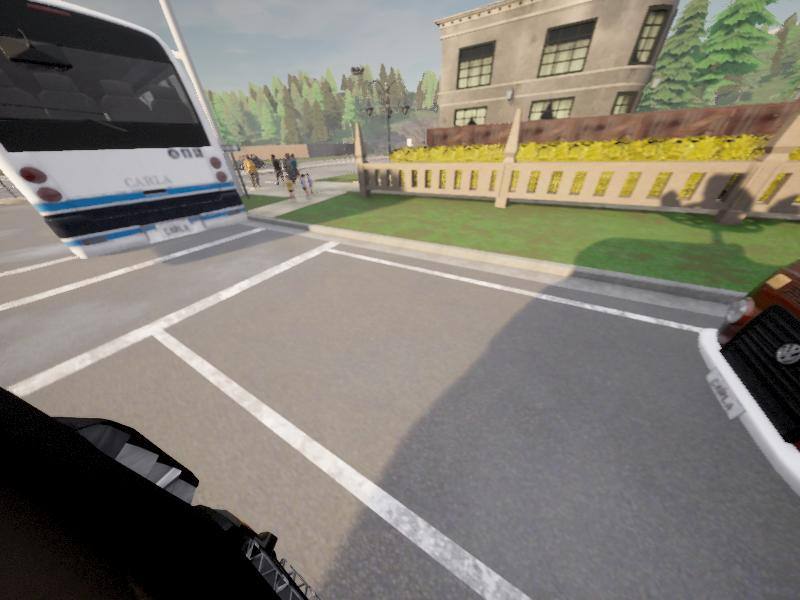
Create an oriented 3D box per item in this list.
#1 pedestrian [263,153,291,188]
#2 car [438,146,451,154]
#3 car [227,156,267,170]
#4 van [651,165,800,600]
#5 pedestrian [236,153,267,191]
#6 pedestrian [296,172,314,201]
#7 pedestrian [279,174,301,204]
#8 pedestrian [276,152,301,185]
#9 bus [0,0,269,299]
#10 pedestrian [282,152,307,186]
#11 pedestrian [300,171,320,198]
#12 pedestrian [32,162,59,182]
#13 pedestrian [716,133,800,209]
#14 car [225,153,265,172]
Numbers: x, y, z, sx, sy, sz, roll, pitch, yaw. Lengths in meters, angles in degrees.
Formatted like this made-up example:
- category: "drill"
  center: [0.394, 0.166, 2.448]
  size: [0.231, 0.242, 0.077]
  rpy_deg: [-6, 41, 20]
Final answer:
- category: "pedestrian"
  center: [-7.759, -8.206, 14.616]
  size: [0.751, 1.860, 0.751]
  rpy_deg: [9, 36, 17]
- category: "car"
  center: [11.475, -38.642, 59.417]
  size: [1.816, 1.474, 4.193]
  rpy_deg: [17, 38, 26]
- category: "car"
  center: [-23.366, -21.127, 35.596]
  size: [1.812, 1.442, 4.674]
  rpy_deg: [17, 38, 26]
- category: "van"
  center: [4.397, 0.833, 0.504]
  size: [4.480, 2.038, 2.069]
  rpy_deg: [17, 38, 25]
- category: "pedestrian"
  center: [-8.797, -7.616, 13.757]
  size: [0.751, 1.860, 0.751]
  rpy_deg: [20, 40, 29]
- category: "pedestrian"
  center: [-4.364, -5.211, 10.612]
  size: [0.500, 1.100, 0.500]
  rpy_deg: [-12, 35, -14]
- category: "pedestrian"
  center: [-4.760, -4.811, 10.040]
  size: [0.500, 1.100, 0.500]
  rpy_deg: [-7, 34, -6]
- category: "pedestrian"
  center: [-7.328, -8.688, 15.307]
  size: [0.751, 1.860, 0.751]
  rpy_deg: [2, 34, 7]
- category: "bus"
  center: [-9.254, -4.291, 7.044]
  size: [10.273, 4.253, 3.944]
  rpy_deg: [21, 40, 31]
- category: "pedestrian"
  center: [-6.771, -8.446, 14.911]
  size: [0.751, 1.860, 0.751]
  rpy_deg: [3, 34, 8]
- category: "pedestrian"
  center: [-4.373, -5.644, 11.258]
  size: [0.500, 1.100, 0.500]
  rpy_deg: [24, 42, 33]
- category: "pedestrian"
  center: [-38.423, -13.872, 25.064]
  size: [0.751, 1.860, 0.751]
  rpy_deg: [20, 40, 30]
- category: "pedestrian"
  center: [10.743, -3.797, 6.837]
  size: [0.751, 1.860, 0.751]
  rpy_deg: [18, 39, 27]
- category: "car"
  center: [-21.552, -19.257, 32.278]
  size: [1.905, 1.878, 3.866]
  rpy_deg: [17, 39, 26]
